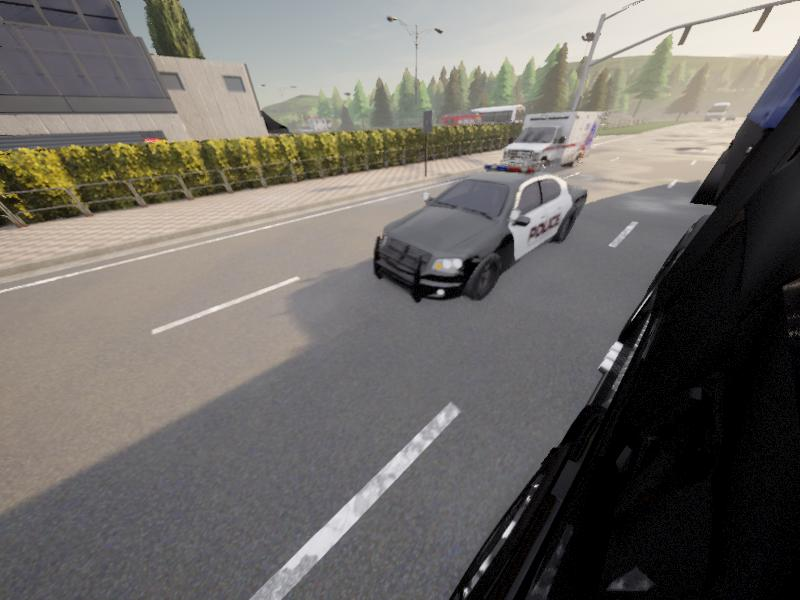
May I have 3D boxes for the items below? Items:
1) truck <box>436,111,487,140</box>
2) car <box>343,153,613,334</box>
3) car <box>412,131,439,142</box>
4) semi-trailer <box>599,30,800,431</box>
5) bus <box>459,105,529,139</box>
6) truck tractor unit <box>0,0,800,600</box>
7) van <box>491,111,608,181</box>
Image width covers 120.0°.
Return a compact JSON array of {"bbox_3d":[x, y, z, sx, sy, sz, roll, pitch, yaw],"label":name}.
[{"bbox_3d":[10.724,-31.320,41.596,2.891,3.827,8.468,-28,44,-30],"label":"truck"},{"bbox_3d":[1.739,-1.648,4.455,4.974,1.542,2.038,-29,44,-30],"label":"car"},{"bbox_3d":[4.263,-28.288,39.941,1.812,1.442,4.674,-28,44,-30],"label":"car"},{"bbox_3d":[8.634,-3.649,4.288,14.254,4.402,2.717,-29,44,-30],"label":"semi-trailer"},{"bbox_3d":[15.933,-31.063,40.573,3.944,4.253,10.273,-28,44,-30],"label":"bus"},{"bbox_3d":[2.645,-0.295,0.351,6.516,4.208,3.053,-28,44,-30],"label":"truck tractor unit"},{"bbox_3d":[7.774,-8.112,11.959,6.366,2.431,2.351,-29,44,-31],"label":"van"}]
